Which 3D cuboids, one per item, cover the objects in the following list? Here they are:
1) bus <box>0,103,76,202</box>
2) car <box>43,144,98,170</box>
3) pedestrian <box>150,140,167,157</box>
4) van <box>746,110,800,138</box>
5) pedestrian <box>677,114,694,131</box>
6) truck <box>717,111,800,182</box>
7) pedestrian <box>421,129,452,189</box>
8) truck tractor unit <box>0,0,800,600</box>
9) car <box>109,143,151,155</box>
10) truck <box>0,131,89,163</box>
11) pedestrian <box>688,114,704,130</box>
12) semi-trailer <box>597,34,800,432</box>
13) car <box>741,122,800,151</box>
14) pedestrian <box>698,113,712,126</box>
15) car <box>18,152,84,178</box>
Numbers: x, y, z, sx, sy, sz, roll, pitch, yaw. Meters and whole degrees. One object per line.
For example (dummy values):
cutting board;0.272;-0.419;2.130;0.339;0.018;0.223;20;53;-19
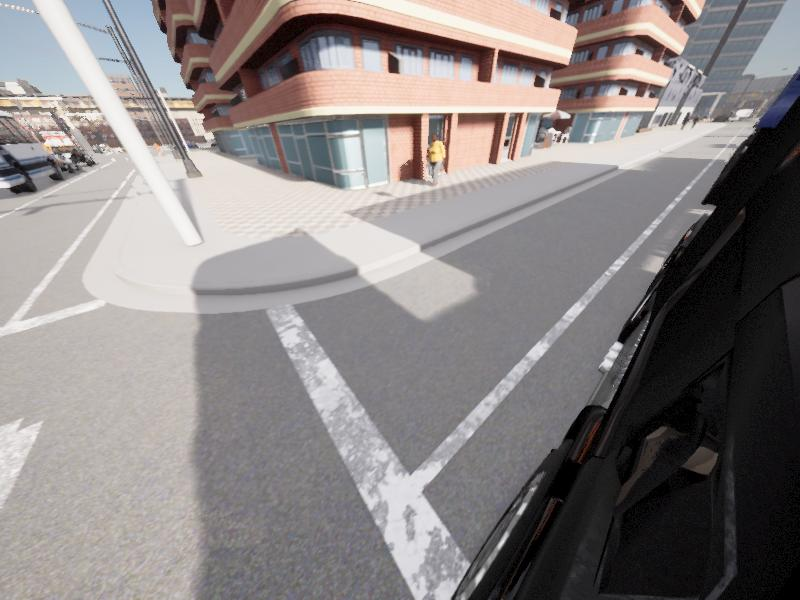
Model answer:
bus;-23.934;-8.347;12.805;3.944;4.253;10.273;-28;44;-30
car;-35.969;-15.838;25.437;2.150;2.045;5.566;-30;45;-32
pedestrian;-33.414;-20.926;31.942;0.751;1.860;0.751;22;43;29
van;37.322;-17.686;23.199;4.480;2.038;2.069;-28;43;-30
pedestrian;40.943;-25.429;33.163;0.751;1.860;0.751;29;47;35
truck;16.529;-6.762;9.905;6.274;2.098;2.390;-27;43;-29
pedestrian;1.368;-5.365;8.855;0.751;1.860;0.751;-27;43;-29
truck tractor unit;2.645;-0.295;0.351;6.516;4.208;3.053;-28;44;-30
car;-55.207;-30.995;47.355;5.366;1.575;1.801;-7;37;-6
truck;-60.323;-25.779;38.804;8.468;3.827;2.891;-27;43;-29
pedestrian;44.890;-27.024;35.055;0.751;1.860;0.751;-30;44;-31
semi-trailer;8.754;-3.569;4.168;14.254;4.402;2.717;-28;43;-29
car;26.370;-11.637;16.377;4.181;1.385;1.994;-28;44;-30
pedestrian;57.346;-33.903;43.444;0.751;1.860;0.751;-19;40;-20
car;-30.841;-12.165;20.628;2.038;1.542;4.974;-30;44;-31
